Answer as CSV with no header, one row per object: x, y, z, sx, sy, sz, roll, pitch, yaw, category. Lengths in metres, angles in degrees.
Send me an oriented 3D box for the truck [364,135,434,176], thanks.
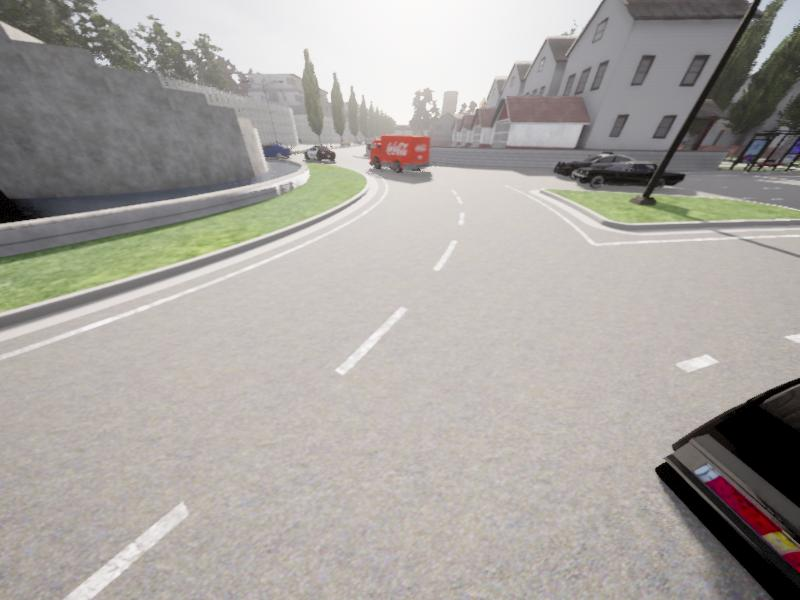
-0.222,-11.961,18.898,5.204,2.467,2.627,31,45,35,truck

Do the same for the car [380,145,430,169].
0.382,-14.048,22.604,2.033,1.649,4.856,-28,44,-34,car

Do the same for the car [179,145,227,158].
-27.206,-20.783,32.172,1.895,1.301,4.718,12,37,16,car

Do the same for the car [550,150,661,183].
13.807,-9.307,15.984,5.238,1.638,1.930,9,36,11,car

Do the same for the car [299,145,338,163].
-9.530,-17.134,26.969,2.038,1.542,4.974,-28,44,-34,car

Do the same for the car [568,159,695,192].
12.923,-7.241,13.327,4.718,1.301,1.895,9,36,11,car

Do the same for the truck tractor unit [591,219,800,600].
5.326,0.022,0.323,6.516,4.208,3.053,-7,36,-10,truck tractor unit
